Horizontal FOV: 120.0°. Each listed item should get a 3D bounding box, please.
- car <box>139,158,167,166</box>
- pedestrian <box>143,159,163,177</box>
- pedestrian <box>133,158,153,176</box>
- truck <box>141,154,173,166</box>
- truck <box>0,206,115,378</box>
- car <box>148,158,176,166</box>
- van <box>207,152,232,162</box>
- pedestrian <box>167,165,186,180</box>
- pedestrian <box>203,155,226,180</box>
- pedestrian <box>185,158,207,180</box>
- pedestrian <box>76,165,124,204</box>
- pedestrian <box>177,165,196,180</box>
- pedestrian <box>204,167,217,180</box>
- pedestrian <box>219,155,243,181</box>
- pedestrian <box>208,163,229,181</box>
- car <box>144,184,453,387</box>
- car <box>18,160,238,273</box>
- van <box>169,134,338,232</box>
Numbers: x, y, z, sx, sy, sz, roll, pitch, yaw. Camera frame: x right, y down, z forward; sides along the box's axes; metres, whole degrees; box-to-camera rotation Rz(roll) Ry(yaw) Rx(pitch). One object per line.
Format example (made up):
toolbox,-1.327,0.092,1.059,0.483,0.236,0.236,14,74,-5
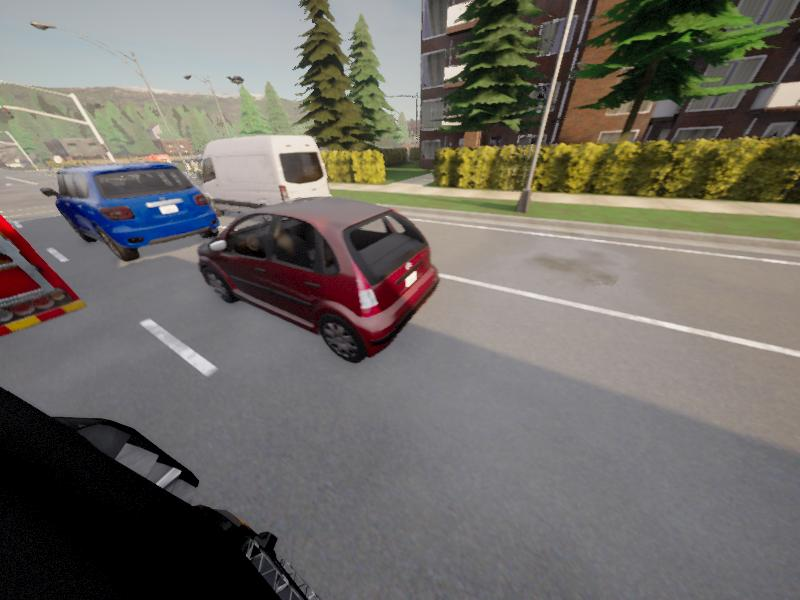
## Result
car,-72.235,-40.471,67.639,1.930,1.638,5.238,17,38,26
pedestrian,-30.621,-16.399,28.681,0.751,1.860,0.751,13,37,22
pedestrian,-31.392,-16.259,28.259,0.751,1.860,0.751,18,39,28
truck,-69.229,-39.923,65.883,2.627,2.467,5.204,17,38,26
truck,-8.766,-1.517,3.243,8.468,3.827,2.891,16,38,26
car,-66.277,-38.581,64.485,2.038,1.542,4.974,17,38,26
van,-60.762,-48.209,77.761,1.988,2.561,5.915,17,38,26
pedestrian,-23.410,-13.391,24.227,0.751,1.300,0.751,17,38,27
pedestrian,-16.806,-12.019,20.990,0.751,1.860,0.751,18,39,27
pedestrian,-20.297,-13.027,22.991,0.751,1.860,0.751,18,39,28
pedestrian,-16.679,-6.448,12.879,0.751,1.860,0.751,17,38,27
pedestrian,-21.450,-12.801,23.220,0.751,1.300,0.751,15,37,24
pedestrian,-19.017,-12.761,23.210,0.500,1.100,0.500,18,38,27
pedestrian,-14.306,-11.195,19.601,0.751,1.860,0.751,8,35,15
pedestrian,-15.670,-11.040,19.956,0.751,1.300,0.751,15,37,24
car,-1.494,-0.695,3.578,3.988,1.617,1.851,16,38,26
car,-7.661,-2.695,6.559,5.566,2.045,2.150,16,38,26
van,-5.459,-4.495,8.693,5.915,2.561,1.988,16,38,26
